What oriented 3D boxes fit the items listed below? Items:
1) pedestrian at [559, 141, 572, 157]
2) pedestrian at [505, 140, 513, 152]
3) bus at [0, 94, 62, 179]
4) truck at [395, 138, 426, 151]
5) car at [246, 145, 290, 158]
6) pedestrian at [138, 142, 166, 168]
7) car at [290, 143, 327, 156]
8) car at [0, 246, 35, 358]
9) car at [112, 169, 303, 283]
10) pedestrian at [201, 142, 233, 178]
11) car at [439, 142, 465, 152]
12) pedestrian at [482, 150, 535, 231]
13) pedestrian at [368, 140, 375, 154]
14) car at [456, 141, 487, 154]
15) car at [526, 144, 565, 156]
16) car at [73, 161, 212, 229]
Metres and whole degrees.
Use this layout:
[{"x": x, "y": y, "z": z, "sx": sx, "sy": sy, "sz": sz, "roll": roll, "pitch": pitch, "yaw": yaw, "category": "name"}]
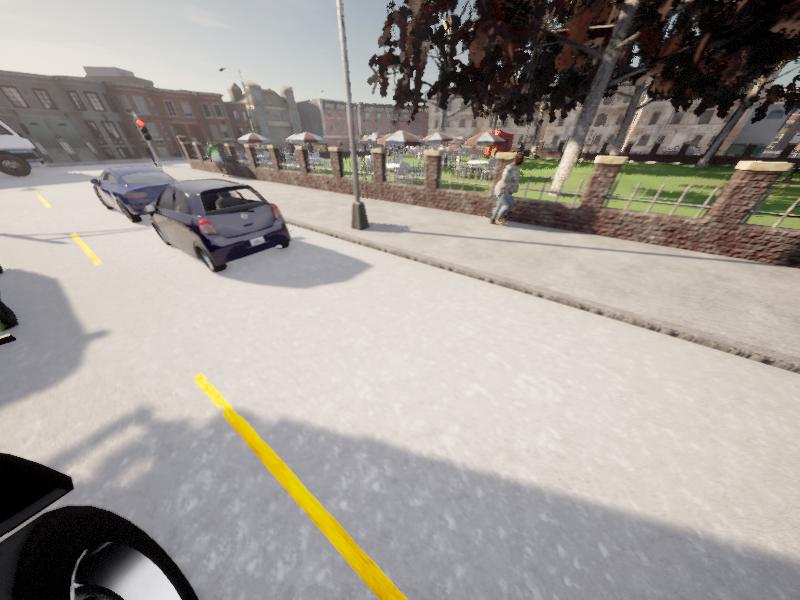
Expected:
[{"x": 22.666, "y": -20.664, "z": 31.637, "sx": 0.751, "sy": 1.860, "sz": 0.751, "roll": -29, "pitch": 44, "yaw": -35, "category": "pedestrian"}, {"x": 20.368, "y": -28.810, "z": 43.202, "sx": 0.751, "sy": 1.860, "sz": 0.751, "roll": -14, "pitch": 38, "yaw": -20, "category": "pedestrian"}, {"x": -28.378, "y": -8.789, "z": 12.512, "sx": 3.944, "sy": 4.253, "sz": 10.273, "roll": 22, "pitch": 41, "yaw": 27, "category": "bus"}, {"x": 2.240, "y": -32.516, "z": 48.354, "sx": 6.274, "sy": 2.098, "sz": 2.390, "roll": 6, "pitch": 35, "yaw": 8, "category": "truck"}, {"x": -17.864, "y": -20.301, "z": 31.526, "sx": 1.895, "sy": 1.301, "sz": 4.718, "roll": 22, "pitch": 40, "yaw": 27, "category": "car"}, {"x": -20.989, "y": -12.271, "z": 19.553, "sx": 0.751, "sy": 1.860, "sz": 0.751, "roll": 21, "pitch": 40, "yaw": 27, "category": "pedestrian"}, {"x": -14.091, "y": -23.580, "z": 36.006, "sx": 1.882, "sy": 1.535, "sz": 5.008, "roll": 22, "pitch": 40, "yaw": 28, "category": "car"}, {"x": -7.243, "y": -0.298, "z": 2.965, "sx": 4.514, "sy": 1.525, "sz": 2.007, "roll": 22, "pitch": 40, "yaw": 27, "category": "car"}, {"x": -4.374, "y": -1.966, "z": 5.356, "sx": 3.633, "sy": 1.501, "sz": 1.845, "roll": 22, "pitch": 40, "yaw": 27, "category": "car"}, {"x": -11.341, "y": -8.713, "z": 14.372, "sx": 0.751, "sy": 1.860, "sz": 0.751, "roll": 22, "pitch": 41, "yaw": 28, "category": "pedestrian"}, {"x": 10.225, "y": -30.426, "z": 45.932, "sx": 4.514, "sy": 1.525, "sz": 2.007, "roll": 21, "pitch": 40, "yaw": 27, "category": "car"}, {"x": 2.955, "y": -3.017, "z": 6.397, "sx": 0.751, "sy": 1.860, "sz": 0.751, "roll": 22, "pitch": 40, "yaw": 27, "category": "pedestrian"}, {"x": -4.495, "y": -23.927, "z": 36.071, "sx": 0.751, "sy": 1.860, "sz": 0.751, "roll": 11, "pitch": 37, "yaw": 15, "category": "pedestrian"}, {"x": 12.602, "y": -26.943, "z": 40.694, "sx": 4.605, "sy": 1.855, "sz": 1.932, "roll": 22, "pitch": 41, "yaw": 28, "category": "car"}, {"x": 24.064, "y": -24.982, "z": 38.312, "sx": 4.902, "sy": 1.511, "sz": 2.128, "roll": 22, "pitch": 40, "yaw": 27, "category": "car"}, {"x": -9.016, "y": -3.858, "z": 8.086, "sx": 4.674, "sy": 1.442, "sz": 1.812, "roll": 21, "pitch": 40, "yaw": 27, "category": "car"}]
